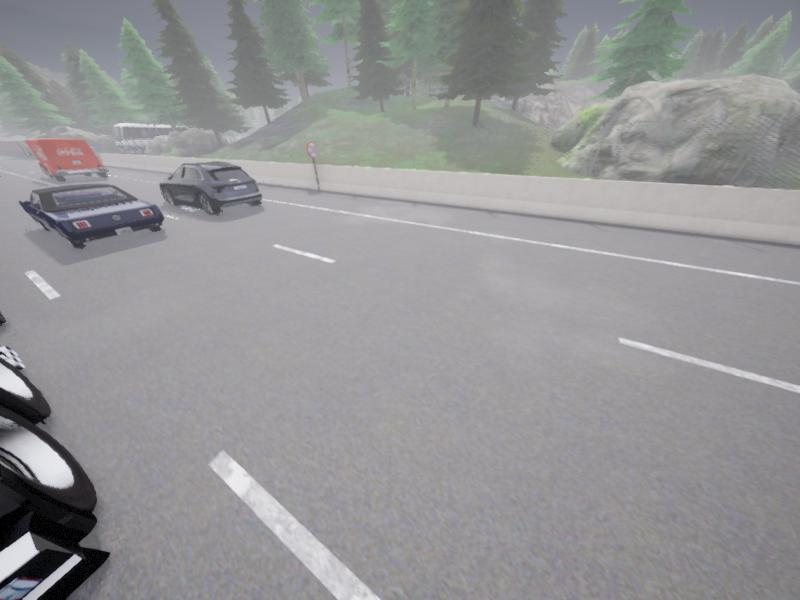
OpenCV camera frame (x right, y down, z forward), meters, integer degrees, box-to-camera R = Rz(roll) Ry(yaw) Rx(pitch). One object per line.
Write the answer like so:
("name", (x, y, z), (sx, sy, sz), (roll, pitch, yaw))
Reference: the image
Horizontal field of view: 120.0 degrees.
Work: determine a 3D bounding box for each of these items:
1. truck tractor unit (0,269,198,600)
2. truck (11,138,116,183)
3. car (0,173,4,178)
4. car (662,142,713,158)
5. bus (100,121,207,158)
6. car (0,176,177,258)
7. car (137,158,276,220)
("truck tractor unit", (-5.125, -0.285, 0.770), (6.516, 4.208, 3.053), (18, 39, 24))
("truck", (-24.171, -10.150, 16.667), (5.204, 2.467, 2.627), (17, 39, 24))
("car", (-33.703, -10.518, 17.885), (4.553, 1.767, 2.097), (18, 39, 24))
("car", (38.337, -20.219, 31.080), (2.038, 1.542, 4.974), (11, 37, 15))
("bus", (-38.669, -25.568, 37.080), (3.944, 4.253, 10.273), (18, 37, 24))
("car", (-9.172, -2.666, 6.794), (4.718, 1.301, 1.895), (17, 39, 24))
("car", (-7.747, -4.643, 9.329), (4.856, 1.649, 2.033), (17, 39, 24))
